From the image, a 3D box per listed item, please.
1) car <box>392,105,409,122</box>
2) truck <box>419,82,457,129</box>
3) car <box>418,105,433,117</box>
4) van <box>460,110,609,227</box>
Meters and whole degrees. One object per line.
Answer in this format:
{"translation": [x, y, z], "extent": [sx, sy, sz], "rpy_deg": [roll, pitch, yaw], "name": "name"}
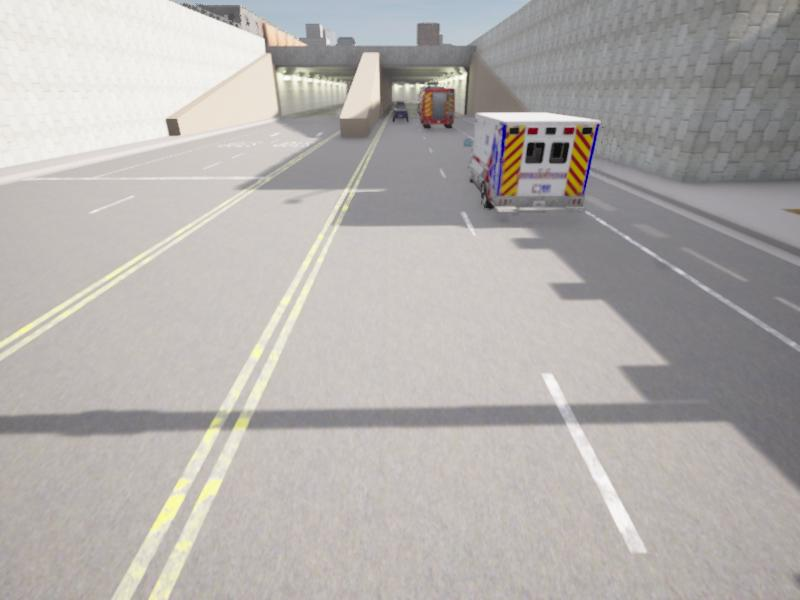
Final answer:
{"translation": [0.065, -22.650, 48.504], "extent": [1.882, 1.535, 5.008], "rpy_deg": [0, 28, 0], "name": "car"}
{"translation": [3.558, -19.414, 39.779], "extent": [2.891, 3.827, 8.468], "rpy_deg": [0, 28, 0], "name": "truck"}
{"translation": [3.575, -26.603, 56.205], "extent": [1.812, 1.442, 4.674], "rpy_deg": [0, 27, 0], "name": "car"}
{"translation": [3.520, -4.391, 12.357], "extent": [2.351, 2.431, 6.366], "rpy_deg": [0, 27, 0], "name": "van"}
